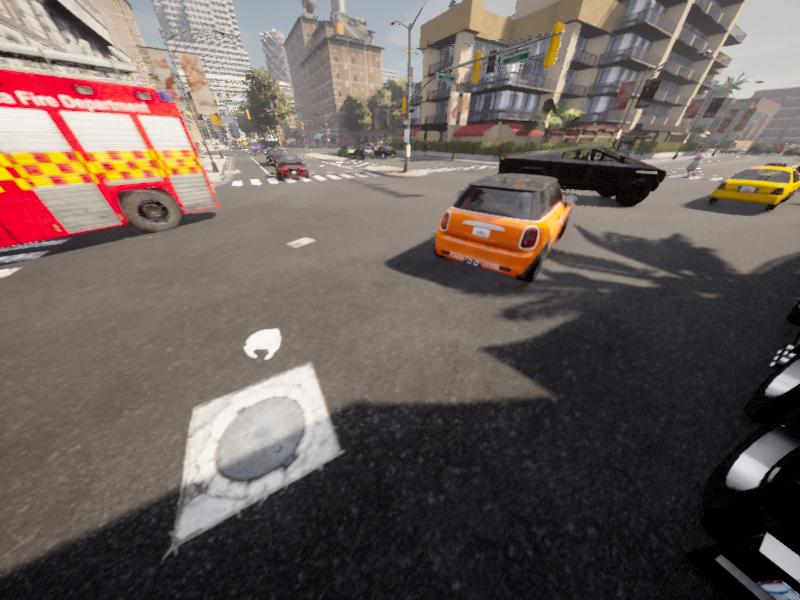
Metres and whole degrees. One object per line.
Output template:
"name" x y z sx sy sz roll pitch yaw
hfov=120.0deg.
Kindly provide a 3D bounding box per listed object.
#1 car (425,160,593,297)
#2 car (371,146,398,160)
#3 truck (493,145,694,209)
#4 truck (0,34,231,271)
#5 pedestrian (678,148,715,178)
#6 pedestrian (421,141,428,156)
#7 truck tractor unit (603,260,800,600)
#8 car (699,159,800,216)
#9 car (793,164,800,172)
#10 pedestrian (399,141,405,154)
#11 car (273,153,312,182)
"car" 2.788 -2.162 5.565 2.097 1.767 4.553 24 41 30
"car" -2.258 -21.456 33.530 1.837 1.490 4.892 -19 39 -25
"truck" 7.831 -5.757 10.509 6.274 2.098 2.390 9 36 13
"truck" -9.353 -2.827 4.643 2.891 3.827 8.468 20 39 25
"pedestrian" 21.952 -10.169 17.136 0.751 1.860 0.751 -18 39 -25
"pedestrian" 3.843 -23.733 36.225 0.751 1.860 0.751 -23 41 -30
"truck tractor unit" 5.103 -0.309 0.791 6.516 4.208 3.053 -19 39 -24
"car" 15.585 -5.004 9.943 5.366 1.575 1.801 -18 39 -25
"car" 38.291 -12.523 20.920 3.988 1.617 1.851 -18 39 -25
"pedestrian" 0.297 -26.616 40.341 0.751 1.860 0.751 -18 39 -25
"car" -7.615 -9.408 16.274 1.994 1.385 4.181 -14 37 -20
